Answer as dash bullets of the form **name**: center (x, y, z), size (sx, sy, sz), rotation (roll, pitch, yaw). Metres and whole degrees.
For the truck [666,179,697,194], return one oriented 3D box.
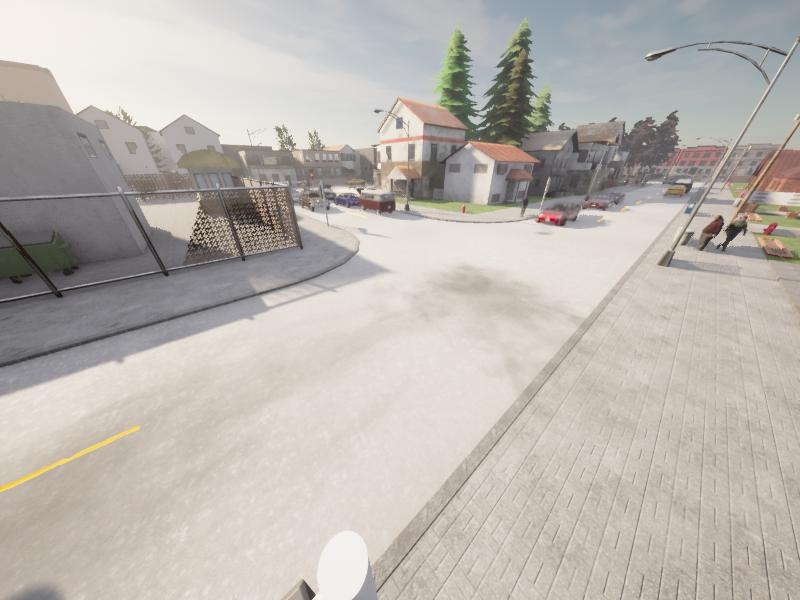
- **truck**: center (49.349, -19.950, 40.461), size (6.274, 2.098, 2.390), rotation (-23, 37, -34)

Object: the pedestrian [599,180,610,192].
- **pedestrian**: center (35.424, -19.733, 40.067), size (0.751, 1.860, 0.751), rotation (-23, 37, -34)

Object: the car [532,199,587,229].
- **car**: center (12.972, -7.063, 18.714), size (4.514, 1.525, 2.007), rotation (-23, 37, -34)

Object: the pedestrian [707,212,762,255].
- **pedestrian**: center (16.909, -3.383, 11.747), size (0.751, 1.860, 0.751), rotation (21, 36, 32)

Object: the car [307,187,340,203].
- **car**: center (-10.279, -14.123, 30.987), size (2.163, 1.488, 4.792), rotation (-23, 37, -34)

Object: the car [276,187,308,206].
- **car**: center (-13.614, -13.088, 29.046), size (2.033, 1.649, 4.856), rotation (-22, 37, -33)

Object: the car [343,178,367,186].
- **car**: center (-11.035, -29.263, 57.110), size (5.366, 1.575, 1.801), rotation (-24, 37, -35)

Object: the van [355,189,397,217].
- **van**: center (-2.410, -9.652, 22.732), size (1.775, 1.987, 4.442), rotation (-23, 37, -34)

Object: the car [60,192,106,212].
- **car**: center (-33.330, -10.450, 24.440), size (1.816, 1.474, 4.193), rotation (-23, 37, -34)

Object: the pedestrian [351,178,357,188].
- **pedestrian**: center (-9.777, -24.817, 48.855), size (0.751, 1.860, 0.751), rotation (-20, 35, -30)

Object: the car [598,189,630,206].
- **car**: center (26.241, -12.627, 28.343), size (3.633, 1.501, 1.845), rotation (-23, 37, -34)

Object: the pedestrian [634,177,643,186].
- **pedestrian**: center (55.841, -27.801, 54.025), size (0.751, 1.860, 0.751), rotation (-23, 37, -34)

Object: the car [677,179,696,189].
- **car**: center (60.421, -24.417, 48.690), size (3.988, 1.617, 1.851), rotation (-22, 37, -33)

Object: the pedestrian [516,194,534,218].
- **pedestrian**: center (10.669, -8.053, 19.839), size (0.751, 1.860, 0.751), rotation (4, 30, 7)

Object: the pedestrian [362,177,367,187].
- **pedestrian**: center (-7.617, -25.214, 49.543), size (0.751, 1.860, 0.751), rotation (-23, 37, -34)

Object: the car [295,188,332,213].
- **car**: center (-9.197, -10.625, 24.531), size (1.932, 1.855, 4.605), rotation (-21, 36, -32)

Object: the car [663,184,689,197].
- **car**: center (43.629, -17.307, 36.445), size (5.008, 1.535, 1.882), rotation (-23, 37, -34)

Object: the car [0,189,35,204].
- **car**: center (-50.239, -12.762, 28.616), size (4.892, 1.490, 1.837), rotation (-23, 37, -34)

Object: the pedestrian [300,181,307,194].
- **pedestrian**: center (-15.977, -18.582, 38.281), size (0.751, 1.860, 0.751), rotation (-11, 32, -18)

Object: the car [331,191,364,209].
- **car**: center (-6.095, -11.608, 26.637), size (1.816, 1.474, 4.193), rotation (-23, 37, -34)

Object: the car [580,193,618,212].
- **car**: center (21.678, -10.647, 25.079), size (4.181, 1.385, 1.994), rotation (-24, 37, -35)

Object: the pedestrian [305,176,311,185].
- **pedestrian**: center (-21.990, -28.344, 54.978), size (0.751, 1.860, 0.751), rotation (23, 37, 34)

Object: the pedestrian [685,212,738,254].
- **pedestrian**: center (15.898, -3.450, 11.863), size (0.751, 1.860, 0.751), rotation (14, 33, 23)
